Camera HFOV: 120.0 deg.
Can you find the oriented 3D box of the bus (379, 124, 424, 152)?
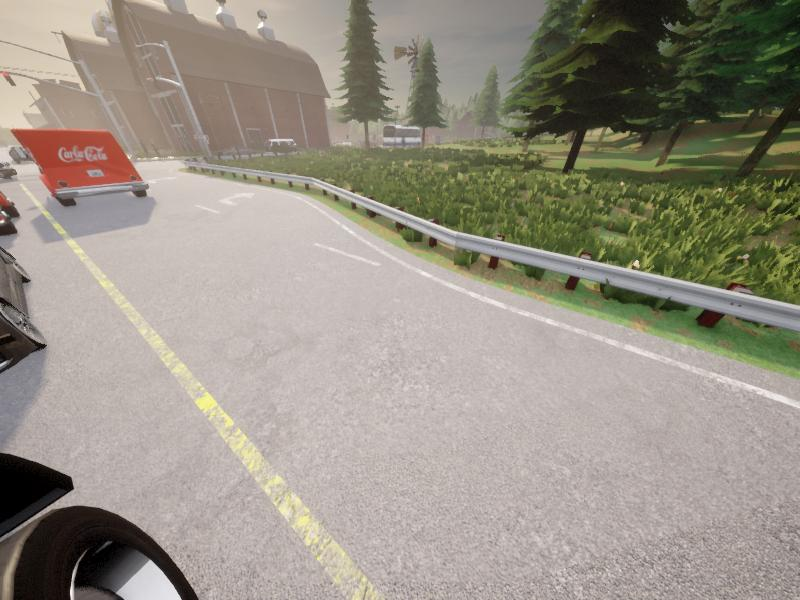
[{"bbox_3d":[0.575,-33.737,48.202,3.944,4.253,10.273,22,41,28],"label":"bus"}]

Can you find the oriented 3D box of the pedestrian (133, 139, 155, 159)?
[{"bbox_3d":[-28.360,-16.737,25.616,0.751,1.860,0.751,17,38,22],"label":"pedestrian"}]

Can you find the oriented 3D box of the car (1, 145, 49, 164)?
[{"bbox_3d":[-39.107,-15.224,24.074,4.181,1.385,1.994,22,41,27],"label":"car"}]

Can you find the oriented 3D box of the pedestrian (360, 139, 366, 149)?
[{"bbox_3d":[-7.912,-33.395,49.425,0.751,1.860,0.751,28,43,33],"label":"pedestrian"}]

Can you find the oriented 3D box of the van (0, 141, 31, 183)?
[{"bbox_3d":[-26.154,-8.033,12.962,5.915,2.561,1.988,0,32,0],"label":"van"}]

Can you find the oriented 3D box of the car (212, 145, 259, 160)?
[{"bbox_3d":[-20.557,-18.654,29.129,1.994,1.385,4.181,22,41,28],"label":"car"}]

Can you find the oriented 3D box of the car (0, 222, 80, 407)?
[{"bbox_3d":[-6.375,-0.093,2.710,4.902,1.511,2.128,22,41,28],"label":"car"}]

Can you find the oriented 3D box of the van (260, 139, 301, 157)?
[{"bbox_3d":[-17.008,-21.832,33.085,2.069,2.038,4.480,22,41,28],"label":"van"}]

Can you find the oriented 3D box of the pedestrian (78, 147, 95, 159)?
[{"bbox_3d":[-33.747,-15.815,24.882,0.500,1.100,0.500,1,35,1],"label":"pedestrian"}]

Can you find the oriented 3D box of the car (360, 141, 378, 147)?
[{"bbox_3d":[-8.948,-44.680,66.096,4.902,1.511,2.128,21,40,27],"label":"car"}]

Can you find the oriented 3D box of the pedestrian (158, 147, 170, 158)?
[{"bbox_3d":[-27.579,-17.244,27.003,0.500,1.100,0.500,17,38,22],"label":"pedestrian"}]

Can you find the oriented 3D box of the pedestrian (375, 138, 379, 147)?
[{"bbox_3d":[-5.938,-40.500,59.533,0.751,1.860,0.751,22,41,28],"label":"pedestrian"}]

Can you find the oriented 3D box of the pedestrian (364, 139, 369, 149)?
[{"bbox_3d":[-7.285,-34.055,50.367,0.751,1.860,0.751,25,42,31],"label":"pedestrian"}]

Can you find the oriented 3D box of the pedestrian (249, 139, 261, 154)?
[{"bbox_3d":[-21.248,-22.520,33.882,0.751,1.860,0.751,23,41,28],"label":"pedestrian"}]

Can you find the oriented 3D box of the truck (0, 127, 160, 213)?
[{"bbox_3d":[-13.314,-5.590,9.620,5.204,2.467,2.627,22,40,27],"label":"truck"}]

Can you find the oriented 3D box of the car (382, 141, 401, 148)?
[{"bbox_3d":[-2.258,-42.078,62.436,4.792,1.488,2.163,21,40,27],"label":"car"}]

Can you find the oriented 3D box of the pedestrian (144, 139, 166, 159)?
[{"bbox_3d":[-27.475,-16.953,25.929,0.751,1.860,0.751,14,37,18],"label":"pedestrian"}]

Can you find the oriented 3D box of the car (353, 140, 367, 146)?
[{"bbox_3d":[-12.385,-48.497,71.407,3.633,1.501,1.845,21,40,27],"label":"car"}]

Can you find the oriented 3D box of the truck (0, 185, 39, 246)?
[{"bbox_3d":[-12.589,-2.885,5.777,5.204,2.467,2.627,22,40,27],"label":"truck"}]

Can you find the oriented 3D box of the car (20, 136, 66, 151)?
[{"bbox_3d":[-65.238,-28.686,42.287,3.866,1.878,1.905,-6,41,-6],"label":"car"}]
